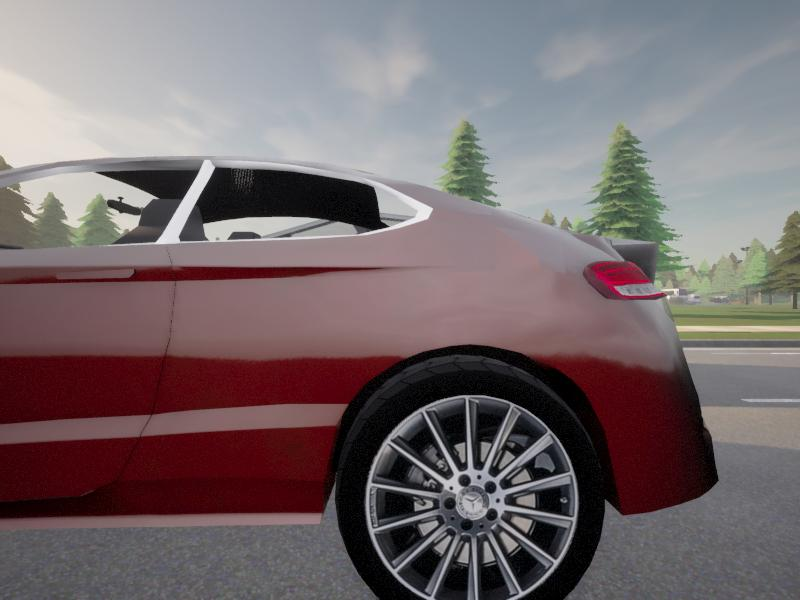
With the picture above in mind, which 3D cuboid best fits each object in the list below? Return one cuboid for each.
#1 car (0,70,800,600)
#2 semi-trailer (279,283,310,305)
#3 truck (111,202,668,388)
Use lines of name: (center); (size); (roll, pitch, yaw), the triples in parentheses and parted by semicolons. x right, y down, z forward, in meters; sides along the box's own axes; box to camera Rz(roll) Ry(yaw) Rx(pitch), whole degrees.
car: (-1.307, 0.179, 2.200); (5.027, 1.651, 2.152); (0, 0, 0)
semi-trailer: (-22.561, -1.236, 86.246); (2.717, 4.402, 14.254); (0, 0, 1)
truck: (-0.117, -0.058, 5.701); (6.274, 2.098, 2.390); (0, 0, 0)
